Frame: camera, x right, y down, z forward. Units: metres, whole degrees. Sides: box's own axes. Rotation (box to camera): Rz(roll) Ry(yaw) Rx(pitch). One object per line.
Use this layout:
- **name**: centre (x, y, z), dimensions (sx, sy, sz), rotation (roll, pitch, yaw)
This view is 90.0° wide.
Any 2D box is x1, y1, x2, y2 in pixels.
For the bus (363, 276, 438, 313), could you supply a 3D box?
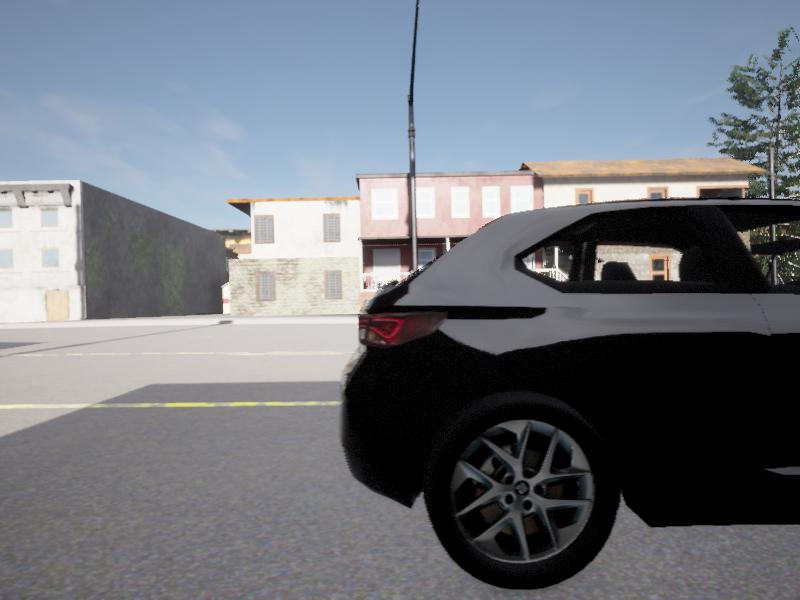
- **bus**: centre (-0.159, -0.540, 54.529), dimensions (3.944, 4.253, 10.273), rotation (-1, -2, -44)

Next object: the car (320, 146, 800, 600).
- **car**: centre (1.823, 0.256, 2.215), dimensions (4.193, 1.474, 1.816), rotation (0, 0, -1)
